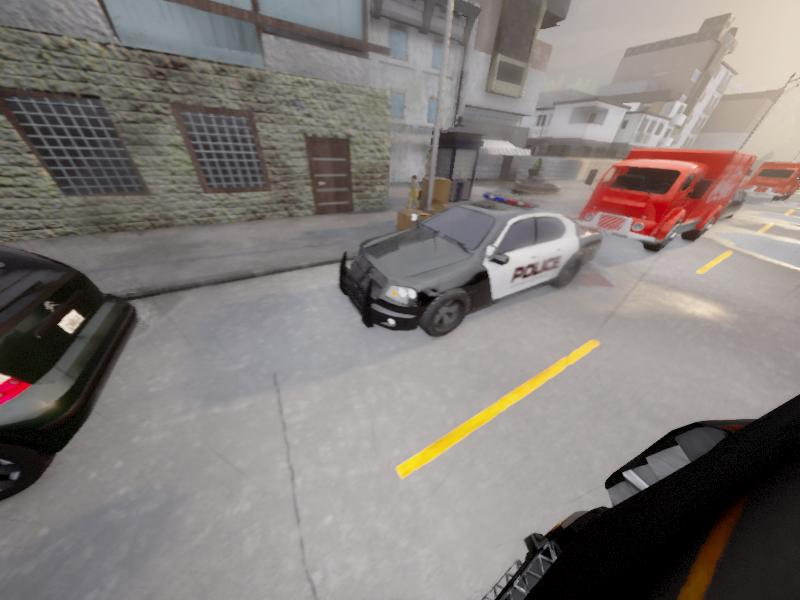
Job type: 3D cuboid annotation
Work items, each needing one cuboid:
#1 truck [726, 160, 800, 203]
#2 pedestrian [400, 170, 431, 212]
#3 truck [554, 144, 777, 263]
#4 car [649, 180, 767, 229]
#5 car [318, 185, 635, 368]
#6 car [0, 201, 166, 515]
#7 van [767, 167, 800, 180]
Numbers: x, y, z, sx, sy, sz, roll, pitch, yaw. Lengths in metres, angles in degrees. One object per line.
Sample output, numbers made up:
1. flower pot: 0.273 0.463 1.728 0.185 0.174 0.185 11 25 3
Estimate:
1. truck: 28.782 -9.197 17.810 5.204 2.467 2.627 -16 38 -26
2. pedestrian: 0.567 -4.129 8.767 0.751 1.300 0.751 25 39 29
3. truck: 8.125 -3.266 7.256 5.204 2.467 2.627 -16 38 -26
4. car: 14.339 -4.608 10.743 5.357 1.411 2.033 -16 38 -26
5. car: 1.452 -0.965 4.121 4.974 1.542 2.038 -16 38 -26
6. car: -4.369 0.675 1.126 3.988 1.617 1.851 -16 38 -26
7. van: 84.246 -27.355 49.930 1.775 1.987 4.442 -2 34 -8
